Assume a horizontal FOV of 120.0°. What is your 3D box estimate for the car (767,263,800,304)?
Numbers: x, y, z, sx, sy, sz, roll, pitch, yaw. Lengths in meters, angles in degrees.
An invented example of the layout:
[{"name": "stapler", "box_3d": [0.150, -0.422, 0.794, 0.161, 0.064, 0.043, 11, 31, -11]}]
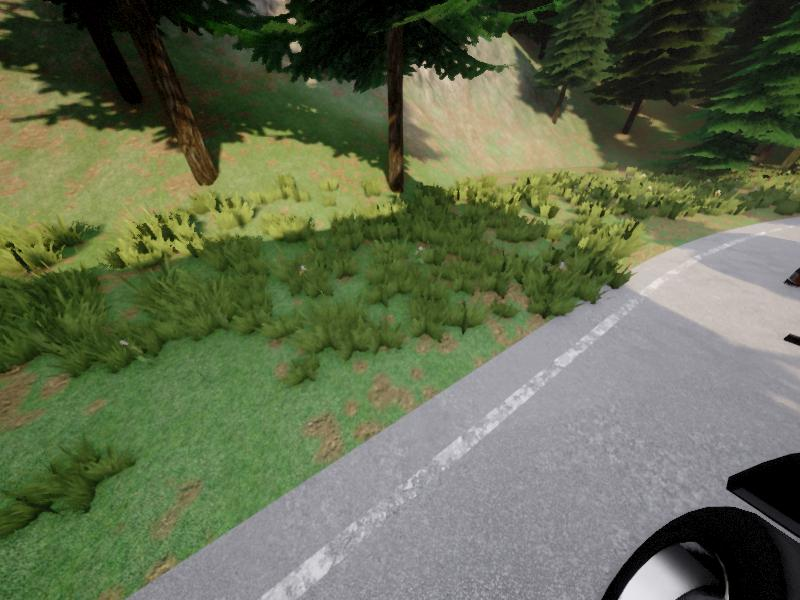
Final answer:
[{"name": "car", "box_3d": [8.745, -0.684, 3.636, 4.181, 1.385, 1.994, -15, 38, -20]}]
